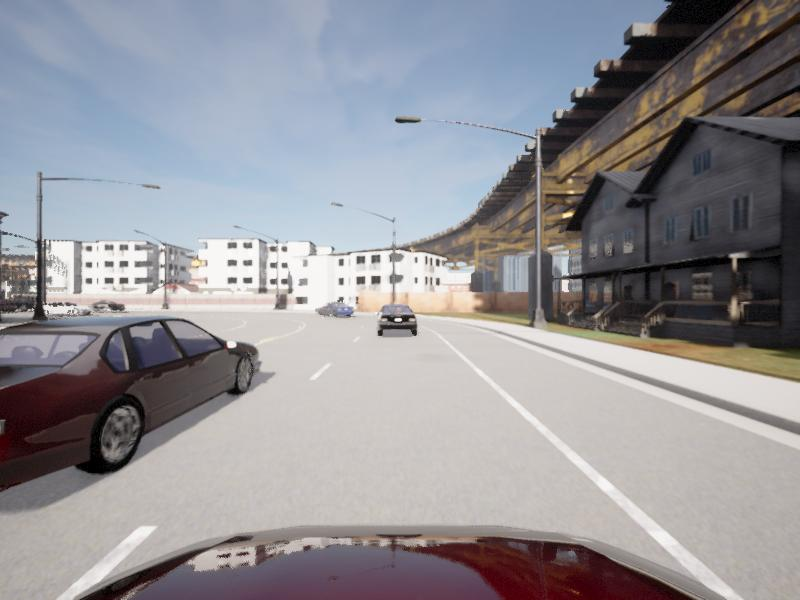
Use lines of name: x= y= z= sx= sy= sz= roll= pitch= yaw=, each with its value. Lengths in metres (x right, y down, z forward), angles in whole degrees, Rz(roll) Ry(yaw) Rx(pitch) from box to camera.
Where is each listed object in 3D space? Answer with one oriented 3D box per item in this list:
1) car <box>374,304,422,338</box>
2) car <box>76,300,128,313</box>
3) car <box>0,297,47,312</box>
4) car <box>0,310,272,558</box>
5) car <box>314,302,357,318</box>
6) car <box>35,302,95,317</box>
car: x=-0.235 y=0.901 z=19.658 sx=2.033 sy=1.411 sz=5.357 roll=0 pitch=0 yaw=-4
car: x=-37.544 y=0.788 z=50.528 sx=5.238 sy=1.638 sz=1.930 roll=0 pitch=0 yaw=3
car: x=-51.906 y=0.590 z=54.555 sx=5.566 sy=2.045 sz=2.150 roll=0 pitch=0 yaw=1
car: x=-3.499 y=0.896 z=5.073 sx=2.033 sy=1.411 sz=5.357 roll=0 pitch=0 yaw=0
car: x=-6.264 y=0.907 z=38.176 sx=2.033 sy=1.411 sz=5.357 roll=0 pitch=0 yaw=-34
car: x=-33.126 y=0.883 z=39.608 sx=4.674 sy=1.442 sz=1.812 roll=0 pitch=0 yaw=6
